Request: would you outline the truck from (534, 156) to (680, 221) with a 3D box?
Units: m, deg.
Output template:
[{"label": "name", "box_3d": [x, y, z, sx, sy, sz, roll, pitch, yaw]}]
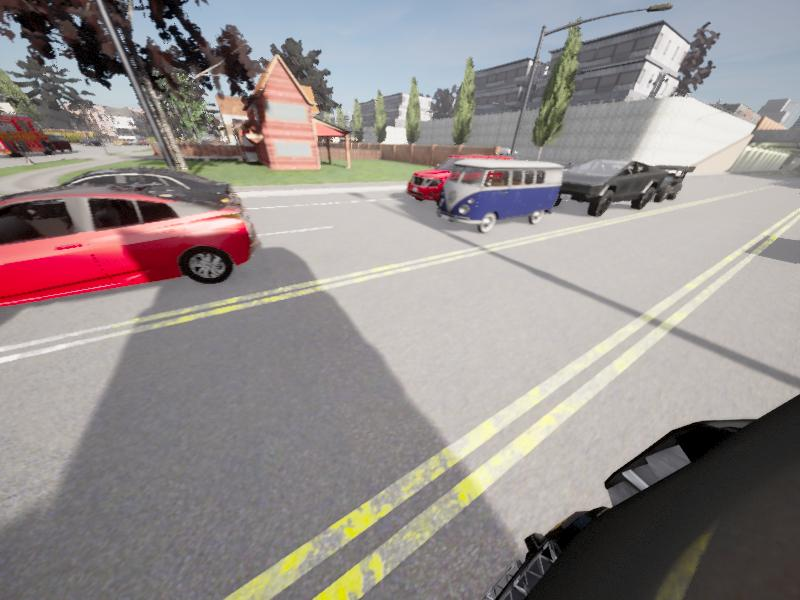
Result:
[{"label": "truck", "box_3d": [9.770, -5.433, 10.926, 6.274, 2.098, 2.390, -16, 37, -25]}]

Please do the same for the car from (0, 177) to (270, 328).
[{"label": "car", "box_3d": [-4.938, -1.006, 3.777, 4.514, 1.525, 2.007, -16, 38, -26]}]

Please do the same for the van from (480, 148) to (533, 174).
[{"label": "van", "box_3d": [13.757, -18.416, 30.430, 1.988, 2.561, 5.915, -17, 38, -26]}]

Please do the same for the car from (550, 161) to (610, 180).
[{"label": "car", "box_3d": [20.651, -15.097, 26.798, 2.128, 1.511, 4.902, -16, 38, -26]}]

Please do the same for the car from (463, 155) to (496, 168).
[{"label": "car", "box_3d": [12.830, -22.651, 37.723, 1.837, 1.490, 4.892, -17, 38, -26]}]

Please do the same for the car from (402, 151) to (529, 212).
[{"label": "car", "box_3d": [3.084, -5.741, 10.997, 5.566, 2.045, 2.150, -16, 38, -26]}]

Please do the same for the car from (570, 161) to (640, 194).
[{"label": "car", "box_3d": [15.072, -9.088, 17.003, 4.605, 1.855, 1.932, -19, 39, -28]}]

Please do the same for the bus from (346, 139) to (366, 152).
[{"label": "bus", "box_3d": [-17.486, -61.659, 92.115, 3.944, 4.253, 10.273, -16, 38, -26]}]

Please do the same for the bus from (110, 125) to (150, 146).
[{"label": "bus", "box_3d": [-73.785, -45.226, 63.629, 3.944, 4.253, 10.273, -17, 38, -27]}]

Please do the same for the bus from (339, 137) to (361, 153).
[{"label": "bus", "box_3d": [-17.185, -52.933, 78.997, 3.944, 4.253, 10.273, -16, 38, -26]}]

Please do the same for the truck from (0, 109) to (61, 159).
[{"label": "truck", "box_3d": [-39.040, -16.361, 22.661, 2.891, 3.827, 8.468, -17, 38, -27]}]

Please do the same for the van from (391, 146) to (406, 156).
[{"label": "van", "box_3d": [-0.521, -48.426, 74.968, 2.351, 2.431, 6.366, -14, 37, -23]}]

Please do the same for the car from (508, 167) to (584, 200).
[{"label": "car", "box_3d": [8.918, -7.250, 14.182, 3.806, 1.475, 1.970, -17, 38, -26]}]

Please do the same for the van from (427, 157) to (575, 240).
[{"label": "van", "box_3d": [3.342, -3.588, 7.812, 4.442, 1.987, 1.775, -16, 38, -26]}]

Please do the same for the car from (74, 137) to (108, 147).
[{"label": "car", "box_3d": [-60.280, -30.835, 45.197, 1.845, 1.501, 3.633, -4, 34, -10]}]

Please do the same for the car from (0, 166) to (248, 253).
[{"label": "car", "box_3d": [-7.081, -2.605, 6.081, 4.892, 1.490, 1.837, -16, 38, -26]}]

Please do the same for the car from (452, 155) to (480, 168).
[{"label": "car", "box_3d": [10.118, -21.466, 35.765, 1.970, 1.475, 3.806, -16, 38, -26]}]

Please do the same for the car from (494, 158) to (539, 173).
[{"label": "car", "box_3d": [16.402, -19.167, 32.779, 2.033, 1.411, 5.357, -16, 38, -26]}]

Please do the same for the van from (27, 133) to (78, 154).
[{"label": "van", "box_3d": [-43.865, -19.886, 29.342, 1.775, 1.987, 4.442, -19, 39, -29]}]

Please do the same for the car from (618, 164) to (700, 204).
[{"label": "car", "box_3d": [16.028, -7.284, 14.328, 3.866, 1.878, 1.905, -17, 38, -27]}]
